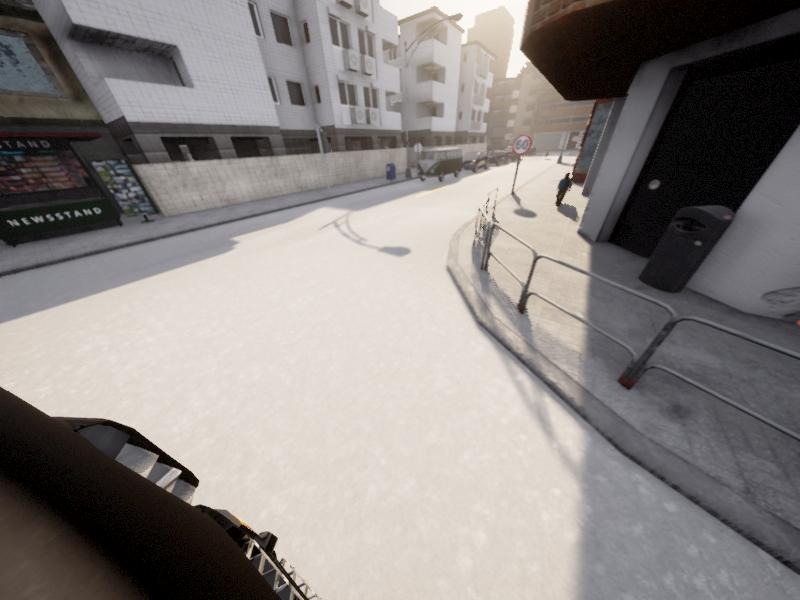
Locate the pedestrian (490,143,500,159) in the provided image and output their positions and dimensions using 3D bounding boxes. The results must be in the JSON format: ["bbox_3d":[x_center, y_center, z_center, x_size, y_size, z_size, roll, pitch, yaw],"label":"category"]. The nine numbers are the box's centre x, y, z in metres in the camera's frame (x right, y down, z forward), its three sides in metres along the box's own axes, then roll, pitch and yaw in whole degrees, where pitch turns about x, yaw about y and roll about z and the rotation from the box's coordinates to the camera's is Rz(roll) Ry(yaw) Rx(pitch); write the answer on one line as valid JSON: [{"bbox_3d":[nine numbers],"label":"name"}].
[{"bbox_3d":[13.176,-20.707,32.104,0.751,1.860,0.751,-16,36,-19],"label":"pedestrian"}]

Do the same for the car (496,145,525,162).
[{"bbox_3d":[14.536,-19.318,30.353,2.033,1.649,4.856,19,40,30],"label":"car"}]

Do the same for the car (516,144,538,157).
[{"bbox_3d":[20.598,-24.263,37.388,1.882,1.535,5.008,20,40,31],"label":"car"}]

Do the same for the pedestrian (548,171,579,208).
[{"bbox_3d":[5.680,-3.848,8.036,0.500,1.100,0.500,23,42,34],"label":"pedestrian"}]

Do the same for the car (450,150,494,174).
[{"bbox_3d":[6.648,-12.690,21.147,2.163,1.488,4.792,19,40,30],"label":"car"}]

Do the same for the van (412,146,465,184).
[{"bbox_3d":[2.843,-9.733,16.546,1.775,1.987,4.442,19,40,30],"label":"van"}]

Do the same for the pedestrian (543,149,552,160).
[{"bbox_3d":[17.998,-17.763,28.178,0.500,1.100,0.500,-2,34,1],"label":"pedestrian"}]

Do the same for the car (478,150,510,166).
[{"bbox_3d":[10.607,-15.911,25.843,1.895,1.301,4.718,19,40,30],"label":"car"}]
